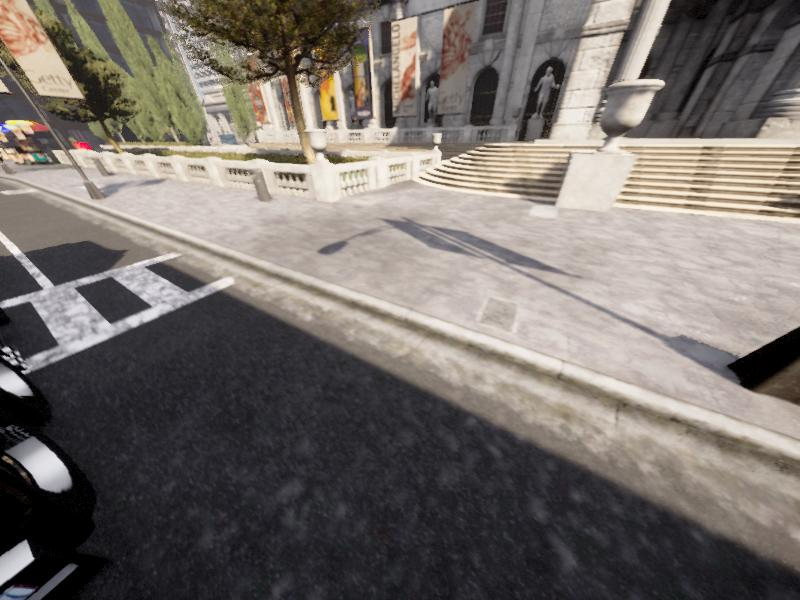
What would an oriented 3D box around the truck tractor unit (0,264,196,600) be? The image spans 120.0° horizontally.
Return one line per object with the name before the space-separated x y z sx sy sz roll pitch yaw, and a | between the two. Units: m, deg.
truck tractor unit | -5.108 -0.303 0.787 6.516 4.208 3.053 18 39 24
